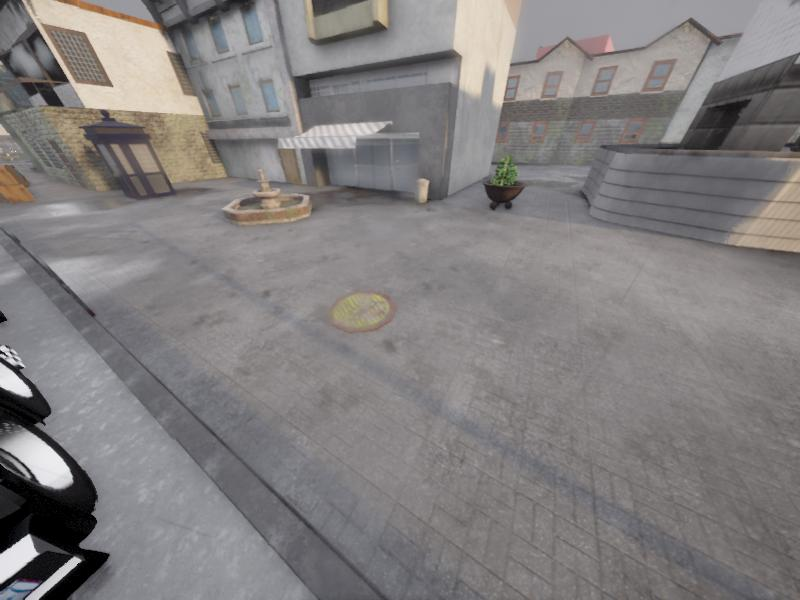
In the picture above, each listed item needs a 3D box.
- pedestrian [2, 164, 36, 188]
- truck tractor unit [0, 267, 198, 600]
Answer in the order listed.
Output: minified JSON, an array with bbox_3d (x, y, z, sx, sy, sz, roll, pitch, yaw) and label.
[{"bbox_3d":[-21.181,-6.880,12.862,0.500,1.100,0.500,24,41,30],"label":"pedestrian"},{"bbox_3d":[-5.115,-0.298,0.767,6.516,4.208,3.053,18,39,24],"label":"truck tractor unit"}]
